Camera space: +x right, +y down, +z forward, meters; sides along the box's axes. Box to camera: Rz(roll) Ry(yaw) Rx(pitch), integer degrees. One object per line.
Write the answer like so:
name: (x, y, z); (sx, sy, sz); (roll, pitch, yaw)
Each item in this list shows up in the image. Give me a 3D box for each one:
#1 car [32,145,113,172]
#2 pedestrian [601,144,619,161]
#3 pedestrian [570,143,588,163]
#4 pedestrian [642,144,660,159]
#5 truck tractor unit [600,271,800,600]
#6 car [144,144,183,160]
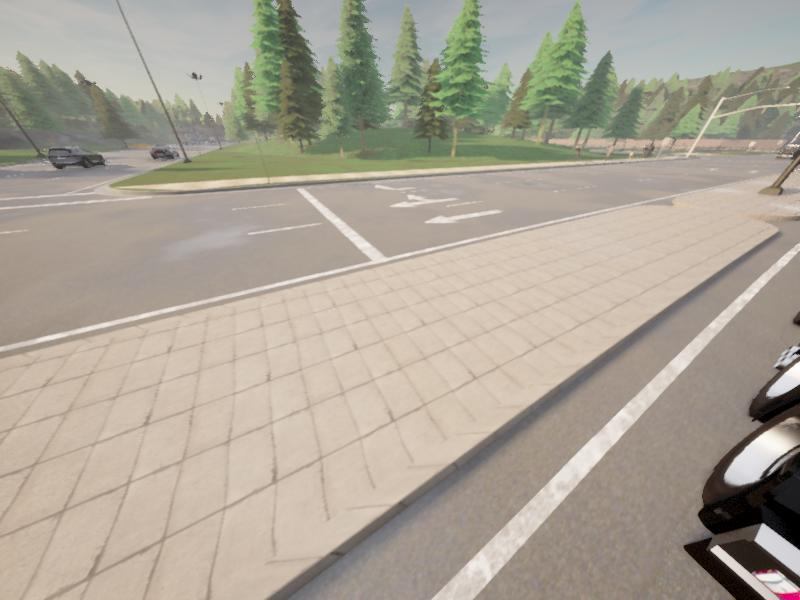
car: (-28.039, -12.408, 20.090); (2.033, 1.649, 4.856); (-16, 38, -22)
pedestrian: (26.764, -18.824, 29.446); (0.751, 1.860, 0.751); (-17, 38, -23)
pedestrian: (20.970, -17.210, 27.056); (0.751, 1.860, 0.751); (-15, 38, -21)
pedestrian: (35.709, -21.154, 32.905); (0.751, 1.860, 0.751); (6, 35, 7)
truck tractor unit: (5.131, -0.276, 0.771); (6.516, 4.208, 3.053); (-17, 39, -24)
car: (-30.111, -18.984, 29.603); (2.038, 1.542, 4.974); (-16, 38, -23)
